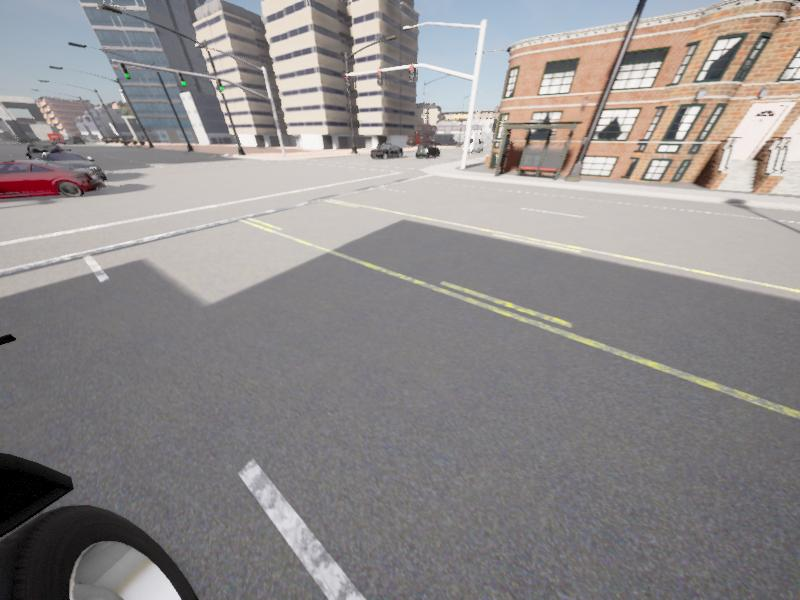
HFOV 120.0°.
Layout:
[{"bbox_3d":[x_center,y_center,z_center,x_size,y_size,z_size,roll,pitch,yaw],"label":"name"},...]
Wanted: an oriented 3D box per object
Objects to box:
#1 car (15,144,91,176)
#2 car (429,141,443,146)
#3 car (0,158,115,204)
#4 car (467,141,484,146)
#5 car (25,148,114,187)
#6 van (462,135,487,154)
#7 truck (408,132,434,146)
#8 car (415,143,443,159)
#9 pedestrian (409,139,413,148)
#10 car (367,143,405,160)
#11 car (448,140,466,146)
[{"bbox_3d":[-25.161,-10.292,16.774,4.611,1.667,2.242,22,41,28],"label":"car"},{"bbox_3d":[11.784,-51.616,76.225,4.193,1.474,1.816,20,40,27],"label":"car"},{"bbox_3d":[-15.715,-5.045,9.703,4.181,1.385,1.994,-19,39,-25],"label":"car"},{"bbox_3d":[25.660,-53.613,78.998,4.902,1.511,2.128,20,40,27],"label":"car"},{"bbox_3d":[-19.288,-7.833,13.474,4.974,1.542,2.038,22,41,28],"label":"car"},{"bbox_3d":[13.261,-27.591,40.928,1.988,2.561,5.915,22,41,28],"label":"van"},{"bbox_3d":[7.237,-56.615,81.501,8.468,3.827,2.891,20,40,27],"label":"truck"},{"bbox_3d":[3.787,-19.413,30.053,1.851,1.617,3.988,22,41,28],"label":"car"},{"bbox_3d":[2.650,-37.415,55.173,0.751,1.860,0.751,-26,43,-32],"label":"pedestrian"},{"bbox_3d":[-1.614,-18.506,28.681,1.930,1.638,5.238,22,41,28],"label":"car"},{"bbox_3d":[18.556,-51.560,75.922,5.238,1.638,1.930,20,40,27],"label":"car"}]
